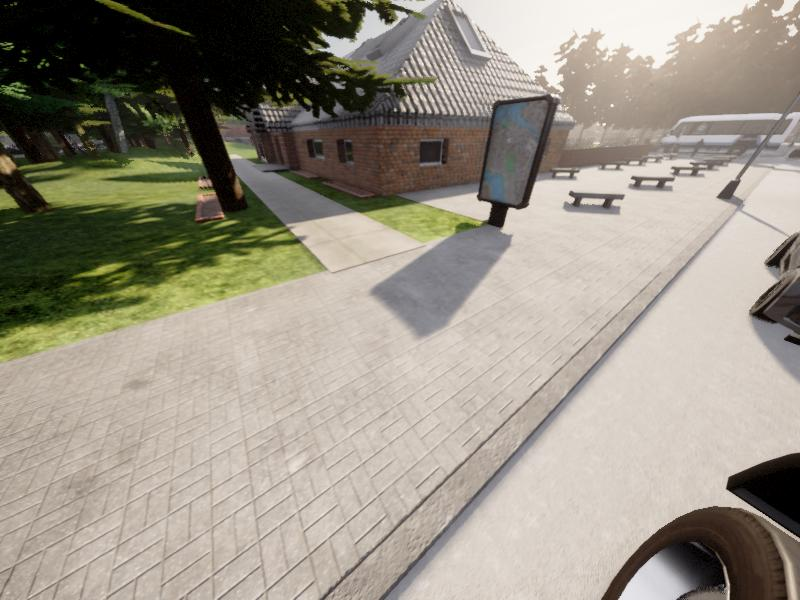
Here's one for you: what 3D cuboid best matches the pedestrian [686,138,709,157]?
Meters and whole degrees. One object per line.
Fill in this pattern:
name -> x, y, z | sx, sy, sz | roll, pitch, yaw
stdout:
pedestrian -> 35.009, -17.914, 27.193 | 0.751, 1.860, 0.751 | -19, 39, -24

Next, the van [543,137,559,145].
van -> 46.044, -48.329, 70.368 | 4.442, 1.987, 1.775 | -23, 41, -29

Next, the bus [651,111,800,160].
bus -> 39.565, -20.367, 28.800 | 10.273, 4.253, 3.944 | 29, 45, 35

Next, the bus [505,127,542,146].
bus -> 36.276, -48.036, 68.071 | 10.273, 4.253, 3.944 | -22, 40, -28

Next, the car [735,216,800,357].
car -> 7.199, -0.463, 3.060 | 4.611, 1.667, 2.242 | -22, 41, -28

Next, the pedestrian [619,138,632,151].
pedestrian -> 38.464, -26.496, 39.352 | 0.751, 1.860, 0.751 | -23, 41, -28

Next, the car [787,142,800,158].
car -> 48.645, -17.822, 27.167 | 3.866, 1.878, 1.905 | -15, 38, -19

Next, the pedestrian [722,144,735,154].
pedestrian -> 45.168, -20.727, 31.780 | 0.500, 1.100, 0.500 | -22, 41, -28

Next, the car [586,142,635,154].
car -> 33.875, -24.592, 37.316 | 2.033, 1.411, 5.357 | -22, 40, -27

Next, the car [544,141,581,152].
car -> 29.659, -28.159, 42.281 | 1.882, 1.535, 5.008 | -22, 41, -28
